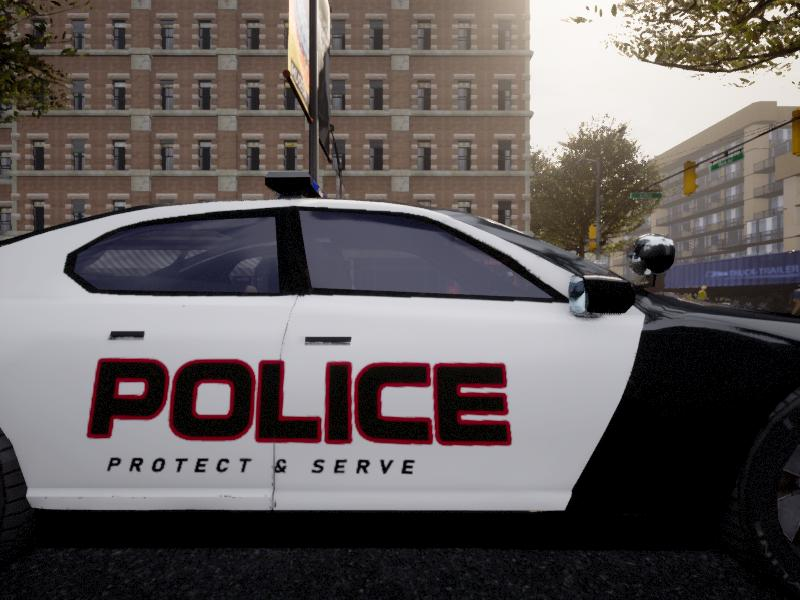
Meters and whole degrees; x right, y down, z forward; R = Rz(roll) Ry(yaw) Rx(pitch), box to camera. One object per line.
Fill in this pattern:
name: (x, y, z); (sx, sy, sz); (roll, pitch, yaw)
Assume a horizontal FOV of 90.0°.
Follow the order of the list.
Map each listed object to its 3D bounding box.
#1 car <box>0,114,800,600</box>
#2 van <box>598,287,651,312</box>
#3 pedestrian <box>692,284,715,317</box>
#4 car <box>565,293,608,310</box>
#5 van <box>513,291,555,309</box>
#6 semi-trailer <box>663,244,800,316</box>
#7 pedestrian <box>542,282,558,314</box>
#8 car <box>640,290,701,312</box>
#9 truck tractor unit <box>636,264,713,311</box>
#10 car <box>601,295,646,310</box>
car: (-0.057, 0.226, 2.190); (4.974, 1.542, 2.038); (0, 0, 0)
van: (19.501, -0.029, 35.025); (2.069, 2.038, 4.480); (0, 0, 0)
pedestrian: (17.177, 0.037, 22.681); (0.751, 1.860, 0.751); (0, 0, 4)
car: (19.468, 0.180, 41.974); (2.152, 1.651, 5.027); (0, 0, 0)
van: (15.893, -0.002, 47.523); (4.442, 1.987, 1.775); (0, 0, 38)
semi-trailer: (26.206, -1.224, 31.067); (2.717, 4.402, 14.254); (0, 0, 2)
pedestrian: (9.111, -0.115, 24.346); (0.751, 1.860, 0.751); (0, 0, 37)
car: (23.006, 0.094, 34.242); (2.097, 1.767, 4.553); (0, 0, 0)
truck tractor unit: (26.466, -1.128, 38.979); (3.053, 4.208, 6.516); (0, 0, 0)
car: (22.968, 0.244, 41.298); (1.837, 1.490, 4.892); (0, 0, 0)
